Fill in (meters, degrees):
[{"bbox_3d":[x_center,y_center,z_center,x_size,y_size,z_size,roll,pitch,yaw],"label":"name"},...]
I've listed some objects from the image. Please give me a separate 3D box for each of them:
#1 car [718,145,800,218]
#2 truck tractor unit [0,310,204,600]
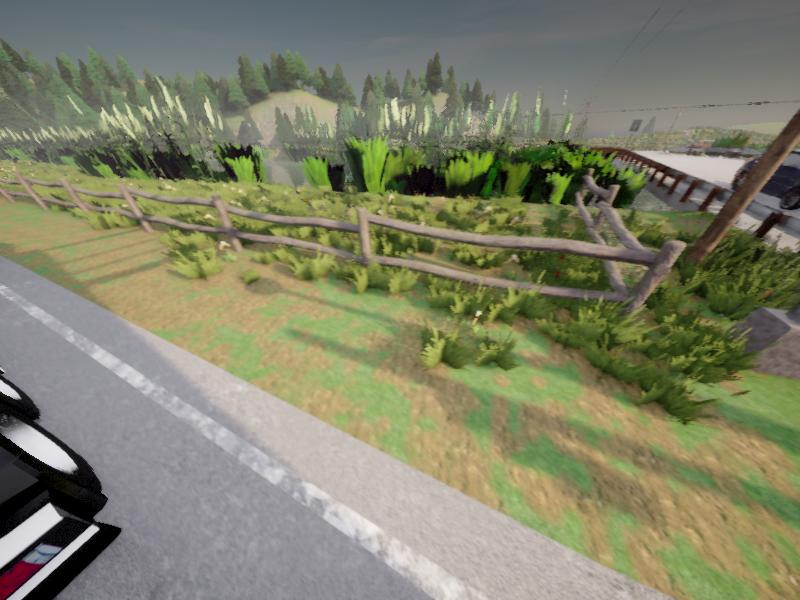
[{"bbox_3d":[13.429,-4.027,7.561,1.812,1.442,4.674,16,41,22],"label":"car"},{"bbox_3d":[-5.191,-0.212,0.669,6.516,4.208,3.053,15,38,21],"label":"truck tractor unit"}]
